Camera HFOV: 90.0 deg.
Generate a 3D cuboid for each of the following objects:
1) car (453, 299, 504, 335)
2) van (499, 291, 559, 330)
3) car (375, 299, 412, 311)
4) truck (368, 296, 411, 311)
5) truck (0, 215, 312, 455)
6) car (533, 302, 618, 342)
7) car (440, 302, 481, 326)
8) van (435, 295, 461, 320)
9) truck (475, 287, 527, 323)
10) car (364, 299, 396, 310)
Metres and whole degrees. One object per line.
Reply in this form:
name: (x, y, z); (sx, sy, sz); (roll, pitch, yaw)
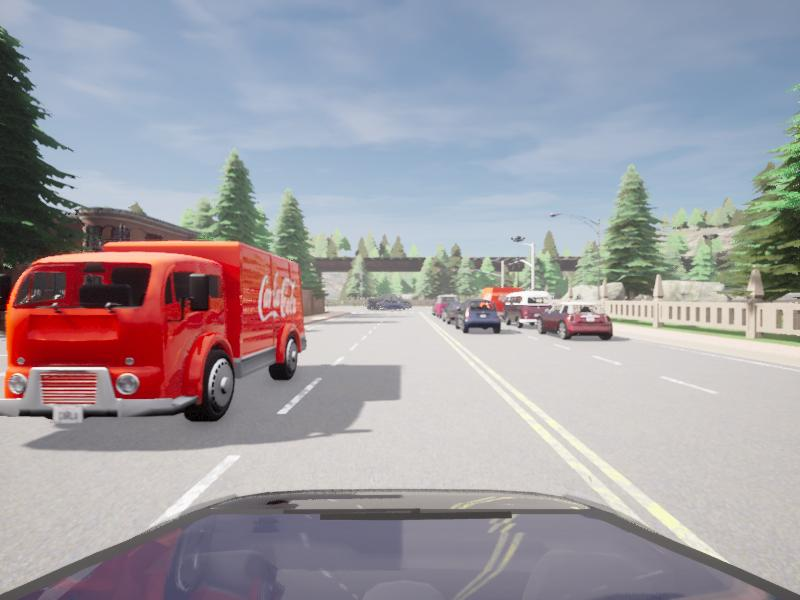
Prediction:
car: (3.801, 0.765, 20.065); (1.851, 1.617, 3.988); (0, 0, 1)
van: (7.346, 0.545, 23.253); (2.069, 2.038, 4.480); (0, 0, 1)
car: (-0.879, 0.719, 55.410); (5.027, 1.651, 2.152); (0, 0, 1)
truck: (-1.470, 0.477, 58.920); (6.274, 2.098, 2.390); (0, 0, 1)
truck: (-3.392, 0.346, 6.728); (2.627, 2.467, 5.204); (0, 0, 1)
car: (7.257, 0.834, 17.005); (1.970, 1.475, 3.806); (0, 0, 0)
car: (3.898, 0.864, 26.823); (2.033, 1.411, 5.357); (0, 0, 1)
van: (3.996, 0.560, 33.925); (1.775, 1.987, 4.442); (0, 0, 1)
truck: (7.447, 0.322, 30.191); (2.627, 2.467, 5.204); (0, 0, 1)
car: (-3.011, 0.708, 62.450); (4.856, 1.649, 2.033); (0, 0, 1)
